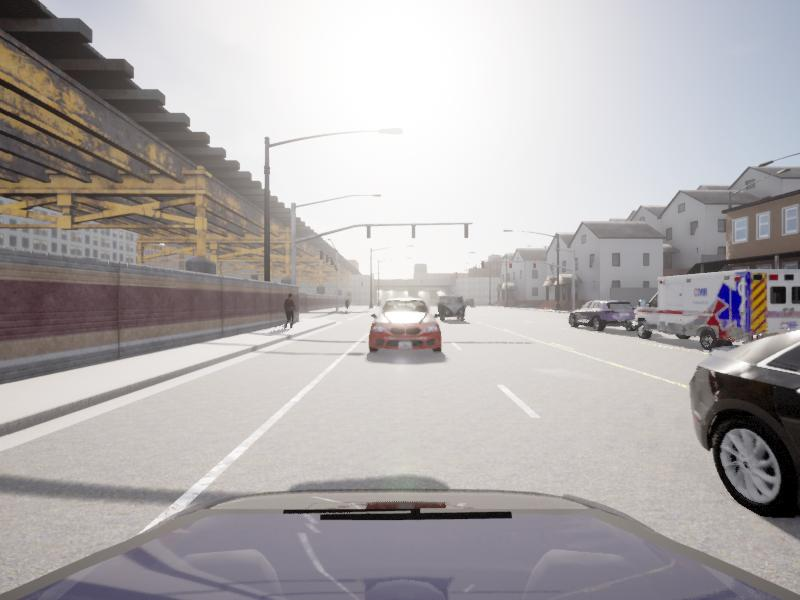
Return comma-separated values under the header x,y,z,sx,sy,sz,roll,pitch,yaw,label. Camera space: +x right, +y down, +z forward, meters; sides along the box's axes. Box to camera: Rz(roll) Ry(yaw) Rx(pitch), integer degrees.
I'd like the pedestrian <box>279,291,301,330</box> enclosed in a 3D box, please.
x,y,z,sx,sy,sz,roll,pitch,yaw,label
-5.324,0.485,19.387,0.751,1.860,0.751,0,0,10,pedestrian

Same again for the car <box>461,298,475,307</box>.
x,y,z,sx,sy,sz,roll,pitch,yaw,label
15.089,0.572,88.748,2.150,2.045,5.566,0,0,1,car

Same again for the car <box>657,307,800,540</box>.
x,y,z,sx,sy,sz,roll,pitch,yaw,label
3.534,0.842,1.654,1.837,1.490,4.892,0,1,1,car

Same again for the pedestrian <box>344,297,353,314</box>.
x,y,z,sx,sy,sz,roll,pitch,yaw,label
-5.931,0.637,45.773,0.751,1.860,0.751,0,0,33,pedestrian

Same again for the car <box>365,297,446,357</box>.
x,y,z,sx,sy,sz,roll,pitch,yaw,label
0.177,0.756,13.443,2.242,1.667,4.611,0,0,1,car

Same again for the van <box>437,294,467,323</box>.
x,y,z,sx,sy,sz,roll,pitch,yaw,label
3.882,0.597,30.388,1.775,1.987,4.442,0,0,1,van

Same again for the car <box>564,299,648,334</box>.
x,y,z,sx,sy,sz,roll,pitch,yaw,label
10.773,0.778,21.404,2.033,1.649,4.856,0,0,1,car

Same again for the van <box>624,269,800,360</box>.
x,y,z,sx,sy,sz,roll,pitch,yaw,label
10.684,0.378,13.842,2.351,2.431,6.366,0,0,1,van

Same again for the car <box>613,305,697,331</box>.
x,y,z,sx,sy,sz,roll,pitch,yaw,label
14.186,0.944,22.643,1.895,1.301,4.718,0,0,2,car

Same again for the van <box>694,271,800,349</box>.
x,y,z,sx,sy,sz,roll,pitch,yaw,label
14.186,0.322,15.030,1.988,2.561,5.915,0,0,1,van
